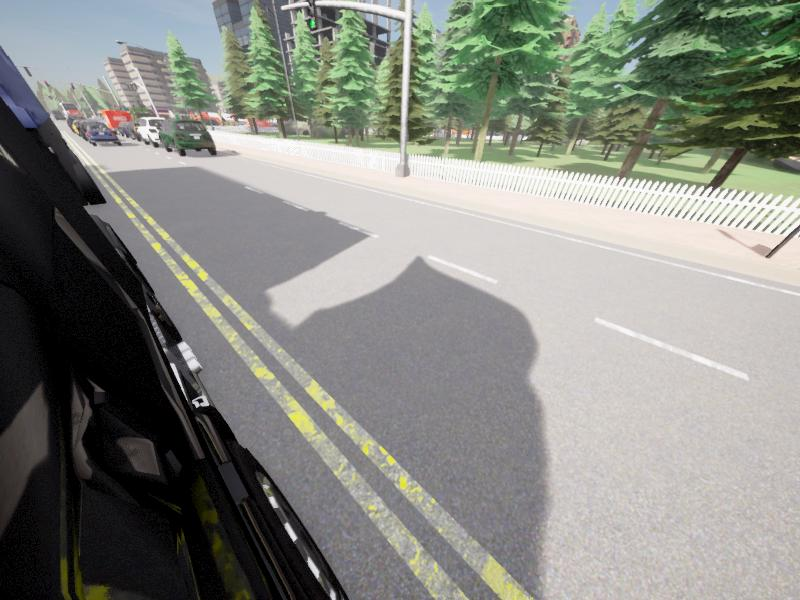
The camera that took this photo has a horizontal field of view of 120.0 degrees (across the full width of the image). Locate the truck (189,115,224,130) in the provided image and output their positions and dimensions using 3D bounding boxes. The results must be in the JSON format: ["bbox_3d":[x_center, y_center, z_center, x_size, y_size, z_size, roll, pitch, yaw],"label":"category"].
[{"bbox_3d":[-45.470,-41.689,54.364,2.627,2.467,5.204,27,43,29],"label":"truck"}]

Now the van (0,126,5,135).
[{"bbox_3d":[-42.793,-18.029,23.290,4.480,2.038,2.069,28,44,30],"label":"van"}]

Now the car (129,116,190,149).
[{"bbox_3d":[-20.977,-14.624,20.129,5.566,2.045,2.150,28,44,30],"label":"car"}]

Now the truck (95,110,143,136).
[{"bbox_3d":[-36.422,-23.017,30.000,5.204,2.467,2.627,28,44,30],"label":"truck"}]

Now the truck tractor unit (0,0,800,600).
[{"bbox_3d":[-2.645,-0.295,0.351,6.516,4.208,3.053,28,44,30],"label":"truck tractor unit"}]

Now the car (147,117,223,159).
[{"bbox_3d":[-15.375,-11.647,16.510,5.566,2.045,2.150,28,43,30],"label":"car"}]

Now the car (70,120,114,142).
[{"bbox_3d":[-29.875,-16.389,22.397,4.193,1.474,1.816,28,44,30],"label":"car"}]

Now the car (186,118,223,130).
[{"bbox_3d":[-43.712,-39.428,51.801,2.150,2.045,5.566,27,43,29],"label":"car"}]

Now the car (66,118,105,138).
[{"bbox_3d":[-35.225,-19.280,25.829,5.366,1.575,1.801,28,44,30],"label":"car"}]

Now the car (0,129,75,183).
[{"bbox_3d":[-15.561,-6.035,9.499,3.806,1.475,1.970,28,44,30],"label":"car"}]

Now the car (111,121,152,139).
[{"bbox_3d":[-31.552,-20.020,27.133,4.792,1.488,2.163,28,44,30],"label":"car"}]

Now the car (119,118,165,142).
[{"bbox_3d":[-26.538,-17.515,23.775,4.605,1.855,1.932,28,44,30],"label":"car"}]

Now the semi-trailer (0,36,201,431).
[{"bbox_3d":[-8.661,-3.634,4.258,14.254,4.402,2.717,29,44,30],"label":"semi-trailer"}]

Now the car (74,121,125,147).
[{"bbox_3d":[-25.028,-13.844,19.241,3.705,1.549,1.789,28,44,30],"label":"car"}]
